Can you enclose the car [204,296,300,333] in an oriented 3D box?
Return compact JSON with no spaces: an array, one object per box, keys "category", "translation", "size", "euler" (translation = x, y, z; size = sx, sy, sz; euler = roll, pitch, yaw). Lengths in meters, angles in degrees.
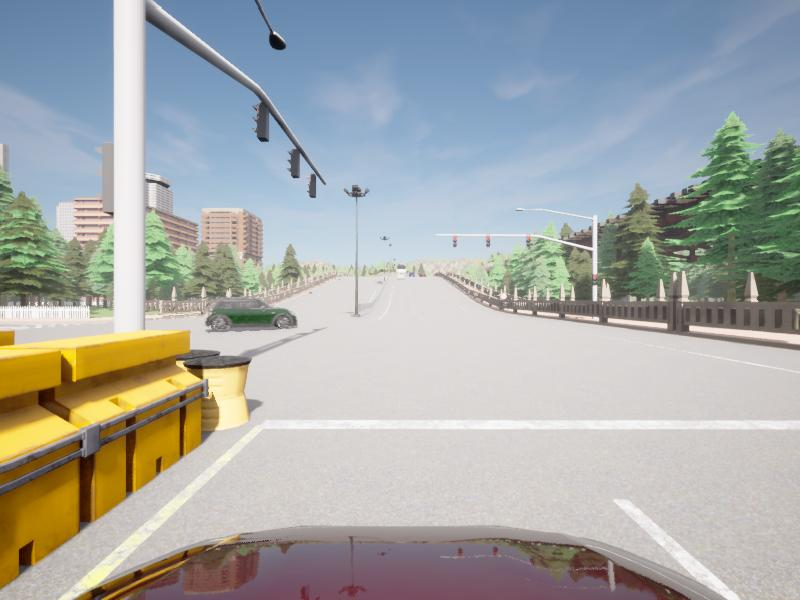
[{"category":"car","translation":[-7.815,0.691,21.116],"size":[4.553,1.767,2.097],"euler":[0,0,-26]}]
